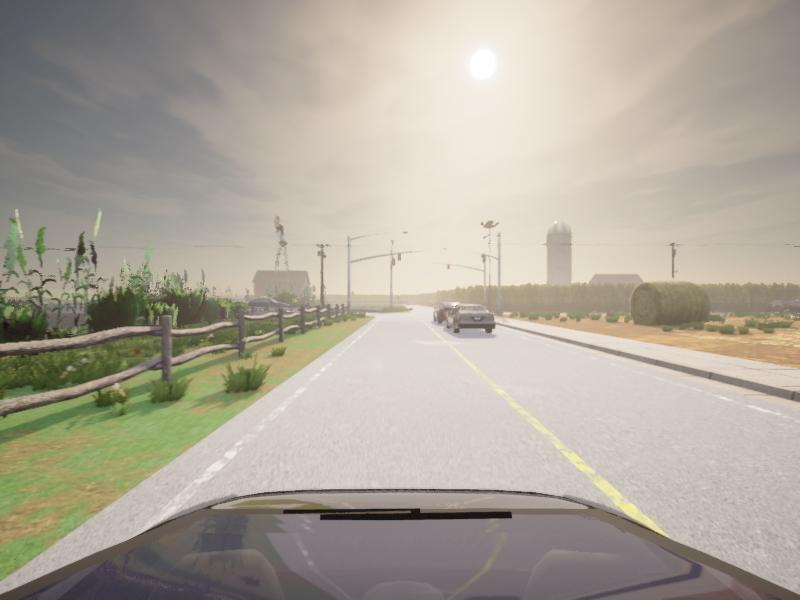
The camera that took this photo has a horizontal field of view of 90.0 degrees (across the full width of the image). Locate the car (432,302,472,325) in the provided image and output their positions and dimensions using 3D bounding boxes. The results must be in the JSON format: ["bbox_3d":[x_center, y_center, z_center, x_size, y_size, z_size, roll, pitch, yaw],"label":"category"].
[{"bbox_3d":[3.499,0.862,27.919,2.163,1.488,4.792,0,0,0],"label":"car"}]

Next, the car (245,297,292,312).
[{"bbox_3d":[-14.801,0.530,45.106,4.674,1.442,1.812,3,0,3],"label":"car"}]

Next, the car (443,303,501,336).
[{"bbox_3d":[3.500,0.903,20.547,2.033,1.411,5.357,0,0,0],"label":"car"}]

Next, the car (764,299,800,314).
[{"bbox_3d":[45.315,0.747,46.344,4.553,1.767,2.097,0,0,-3],"label":"car"}]
